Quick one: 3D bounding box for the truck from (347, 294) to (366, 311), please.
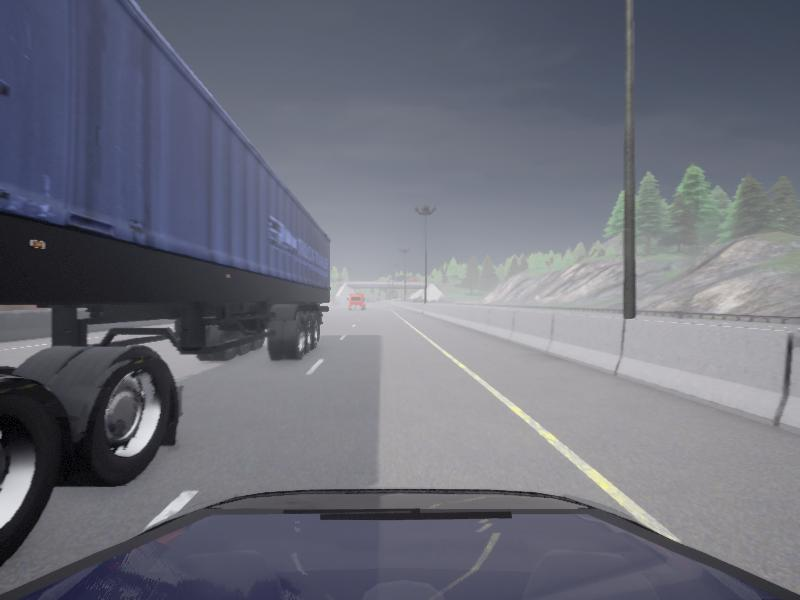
[{"bbox_3d":[-6.604,0.331,60.910,2.627,2.467,5.204,0,0,-3],"label":"truck"}]

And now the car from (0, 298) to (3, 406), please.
[{"bbox_3d":[-7.079,0.785,3.715,2.033,1.649,4.856,0,0,-1],"label":"car"}]

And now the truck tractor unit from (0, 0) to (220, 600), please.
[{"bbox_3d":[-3.508,-0.517,1.195,3.053,4.208,6.516,0,0,-1],"label":"truck tractor unit"}]

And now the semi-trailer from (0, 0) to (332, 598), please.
[{"bbox_3d":[-3.797,-0.620,9.107,2.717,4.402,14.254,0,0,-2],"label":"semi-trailer"}]
